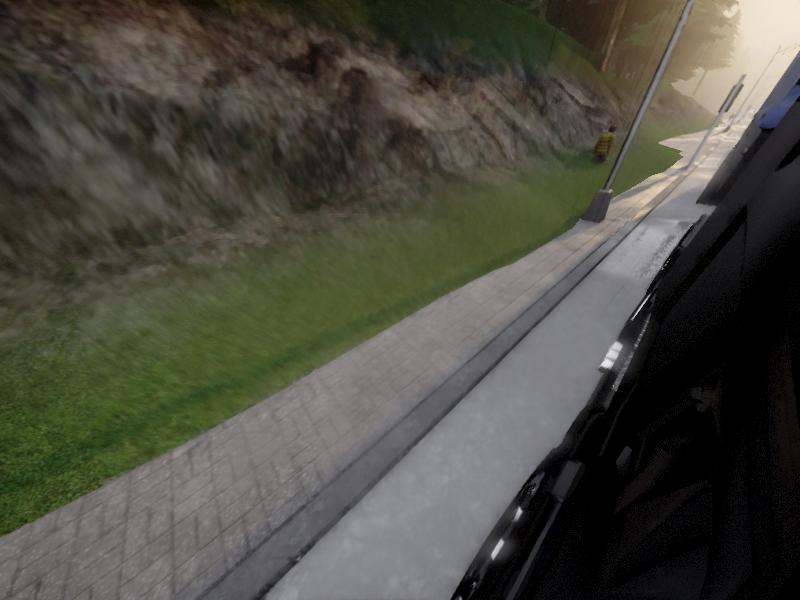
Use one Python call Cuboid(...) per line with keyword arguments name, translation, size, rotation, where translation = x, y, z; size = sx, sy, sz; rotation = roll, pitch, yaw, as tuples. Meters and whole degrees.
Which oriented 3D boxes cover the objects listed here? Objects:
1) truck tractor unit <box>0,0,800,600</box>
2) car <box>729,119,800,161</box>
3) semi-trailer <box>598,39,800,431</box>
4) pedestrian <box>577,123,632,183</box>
Cuboid(name="truck tractor unit", translation=(2.645, -0.295, 0.352), size=(6.516, 4.208, 3.053), rotation=(-28, 44, -30))
Cuboid(name="car", translation=(21.551, -9.373, 13.412), size=(4.611, 1.667, 2.242), rotation=(-31, 45, -31))
Cuboid(name="semi-trailer", translation=(8.689, -3.610, 4.239), size=(14.254, 4.402, 2.717), rotation=(-28, 44, -30))
Cuboid(name="pedestrian", translation=(7.942, -5.740, 9.073), size=(0.751, 1.860, 0.751), rotation=(-18, 39, -20))
